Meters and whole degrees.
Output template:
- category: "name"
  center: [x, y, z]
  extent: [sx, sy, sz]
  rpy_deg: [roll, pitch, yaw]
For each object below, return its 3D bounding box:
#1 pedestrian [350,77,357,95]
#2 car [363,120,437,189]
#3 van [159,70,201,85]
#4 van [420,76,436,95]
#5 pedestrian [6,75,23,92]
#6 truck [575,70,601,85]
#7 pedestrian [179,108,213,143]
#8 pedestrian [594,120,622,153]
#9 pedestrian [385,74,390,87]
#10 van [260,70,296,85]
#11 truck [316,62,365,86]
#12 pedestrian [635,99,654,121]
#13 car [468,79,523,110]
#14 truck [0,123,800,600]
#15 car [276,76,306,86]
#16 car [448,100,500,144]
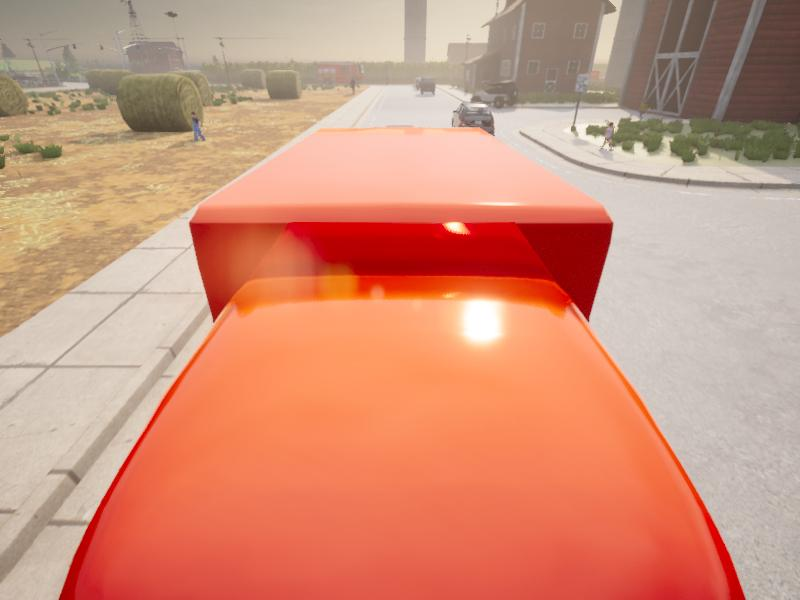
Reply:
- category: "pedestrian"
  center: [-5.472, -25.196, 47.016]
  extent: [0.751, 1.860, 0.751]
  rpy_deg: [-3, 30, -5]
- category: "car"
  center: [0.003, -4.860, 12.994]
  extent: [1.994, 1.385, 4.181]
  rpy_deg: [0, 30, 0]
- category: "van"
  center: [-42.497, -42.998, 77.323]
  extent: [6.366, 2.431, 2.351]
  rpy_deg: [1, 30, 2]
- category: "van"
  center: [3.510, -27.444, 51.107]
  extent: [1.775, 1.987, 4.442]
  rpy_deg: [0, 30, 0]
- category: "pedestrian"
  center: [-50.025, -28.112, 51.942]
  extent: [0.751, 1.860, 0.751]
  rpy_deg: [4, 30, 6]
- category: "truck"
  center: [37.911, -44.927, 80.697]
  extent: [2.627, 2.467, 5.204]
  rpy_deg: [1, 30, 1]
- category: "pedestrian"
  center: [-8.808, -7.554, 17.319]
  extent: [0.751, 1.300, 0.751]
  rpy_deg: [9, 31, 15]
- category: "pedestrian"
  center: [7.989, -6.308, 15.402]
  extent: [0.500, 1.100, 0.500]
  rpy_deg: [-13, 33, -22]
- category: "pedestrian"
  center: [-2.204, -38.135, 69.513]
  extent: [0.751, 1.860, 0.751]
  rpy_deg: [-6, 31, -10]
- category: "van"
  center: [-23.389, -42.853, 76.957]
  extent: [5.915, 2.561, 1.988]
  rpy_deg: [0, 30, 1]
- category: "truck"
  center: [-10.790, -41.518, 73.449]
  extent: [8.468, 3.827, 2.891]
  rpy_deg: [0, 30, 1]
- category: "pedestrian"
  center: [14.196, -11.050, 23.250]
  extent: [0.500, 1.100, 0.500]
  rpy_deg: [-9, 32, -16]
- category: "car"
  center: [7.670, -16.649, 32.384]
  extent: [1.905, 1.878, 3.866]
  rpy_deg: [-30, 39, -32]
- category: "truck"
  center: [0.002, 0.238, 3.167]
  extent: [2.627, 2.467, 5.204]
  rpy_deg: [0, 30, 0]
- category: "car"
  center: [-20.230, -40.586, 74.168]
  extent: [4.792, 1.488, 2.163]
  rpy_deg: [0, 30, 1]
- category: "car"
  center: [3.504, -8.779, 19.536]
  extent: [1.789, 1.549, 3.705]
  rpy_deg: [0, 30, 0]
